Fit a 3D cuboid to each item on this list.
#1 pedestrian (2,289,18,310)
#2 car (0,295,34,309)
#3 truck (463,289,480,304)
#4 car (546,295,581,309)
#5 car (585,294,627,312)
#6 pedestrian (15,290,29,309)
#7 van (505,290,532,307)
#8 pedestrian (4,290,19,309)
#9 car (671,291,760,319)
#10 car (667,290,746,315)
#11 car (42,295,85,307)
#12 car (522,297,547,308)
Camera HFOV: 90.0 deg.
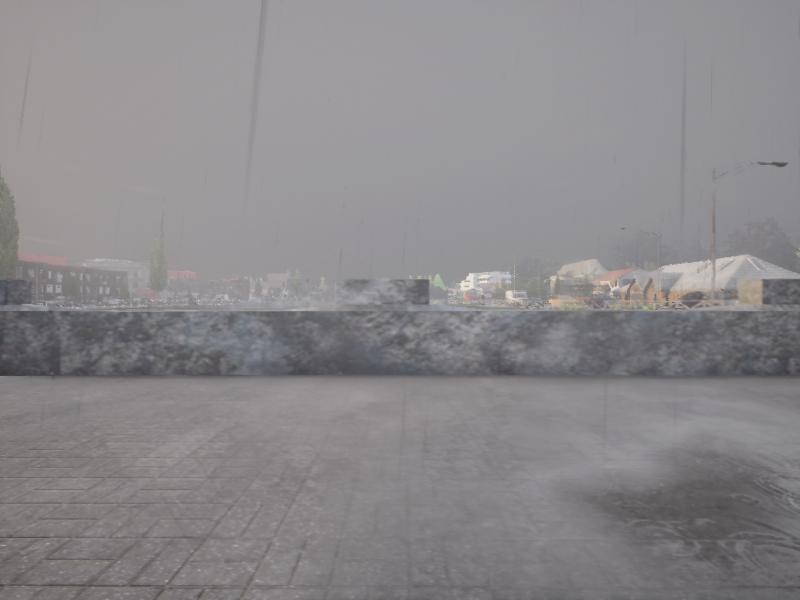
[{"bbox_3d":[-35.960,-0.057,36.860,0.751,1.860,0.751,0,0,7],"label":"pedestrian"},{"bbox_3d":[-47.660,0.181,48.458,1.930,1.638,5.238,0,0,0],"label":"car"},{"bbox_3d":[18.268,-0.923,102.943,2.891,3.827,8.468,0,0,0],"label":"truck"},{"bbox_3d":[17.978,0.222,44.276,1.882,1.535,5.008,0,0,0],"label":"car"},{"bbox_3d":[17.932,0.227,35.006,1.845,1.501,3.633,0,0,0],"label":"car"},{"bbox_3d":[-38.352,-0.060,40.576,0.751,1.860,0.751,0,0,11],"label":"pedestrian"},{"bbox_3d":[18.064,-0.222,61.495,2.351,2.431,6.366,0,0,0],"label":"van"},{"bbox_3d":[-38.759,-0.060,39.935,0.751,1.860,0.751,0,0,9],"label":"pedestrian"},{"bbox_3d":[17.874,0.253,22.945,1.816,1.474,4.193,0,0,0],"label":"car"},{"bbox_3d":[21.904,0.176,28.881,2.033,1.649,4.856,0,0,0],"label":"car"},{"bbox_3d":[-47.621,0.178,56.714,2.033,1.649,4.856,0,0,0],"label":"car"},{"bbox_3d":[18.027,0.308,53.937,1.994,1.385,4.181,0,0,0],"label":"car"}]
